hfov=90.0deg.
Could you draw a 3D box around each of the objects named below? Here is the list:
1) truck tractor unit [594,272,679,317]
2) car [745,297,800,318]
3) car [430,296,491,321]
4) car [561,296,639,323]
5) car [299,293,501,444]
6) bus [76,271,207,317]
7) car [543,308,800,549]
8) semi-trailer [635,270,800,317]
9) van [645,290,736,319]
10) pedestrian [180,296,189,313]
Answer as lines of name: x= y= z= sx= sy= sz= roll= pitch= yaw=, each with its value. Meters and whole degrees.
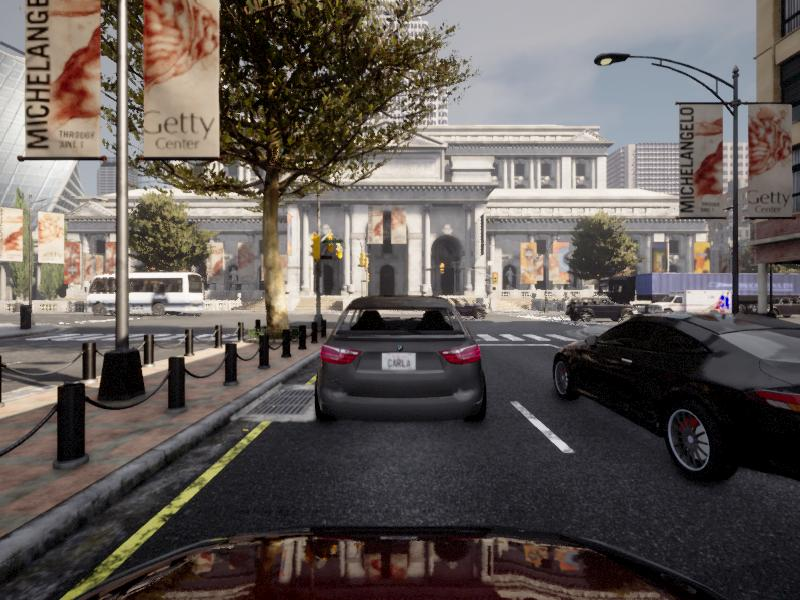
truck tractor unit: x=22.954 y=-0.515 z=39.125 sx=6.516 sy=4.208 sz=3.053 roll=0 pitch=0 yaw=0
car: x=33.812 y=0.652 z=35.536 sx=4.605 sy=1.855 sz=1.932 roll=0 pitch=0 yaw=0
car: x=4.795 y=0.656 z=32.253 sx=4.605 sy=1.855 sz=1.932 roll=-1 pitch=0 yaw=1
car: x=14.274 y=0.653 z=28.682 sx=4.605 sy=1.855 sz=1.932 roll=0 pitch=0 yaw=0
car: x=0.019 y=0.756 z=6.742 sx=2.242 sy=1.667 sz=4.611 roll=0 pitch=0 yaw=0
bus: x=-25.109 y=-0.535 z=39.353 sx=10.273 sy=4.253 sz=3.944 roll=0 pitch=0 yaw=0
car: x=3.472 y=0.870 z=4.859 sx=1.812 sy=1.442 sz=4.674 roll=0 pitch=0 yaw=0
semi-trailer: x=30.866 y=-0.618 z=39.160 sx=14.254 sy=4.402 sz=2.717 roll=0 pitch=0 yaw=0
van: x=25.704 y=0.378 z=35.601 sx=6.366 sy=2.431 sz=2.351 roll=0 pitch=0 yaw=0
pedestrian: x=-24.147 y=0.485 z=44.781 sx=0.751 sy=1.860 sz=0.751 roll=0 pitch=0 yaw=-15
